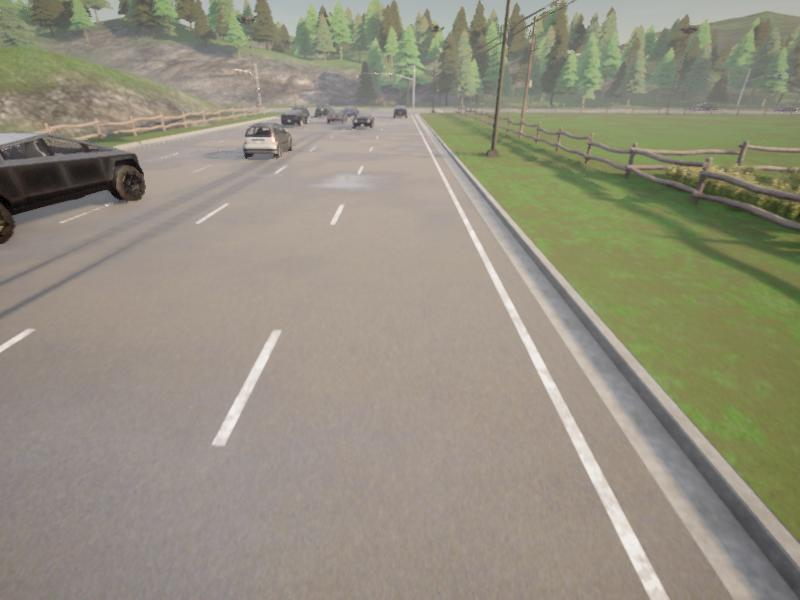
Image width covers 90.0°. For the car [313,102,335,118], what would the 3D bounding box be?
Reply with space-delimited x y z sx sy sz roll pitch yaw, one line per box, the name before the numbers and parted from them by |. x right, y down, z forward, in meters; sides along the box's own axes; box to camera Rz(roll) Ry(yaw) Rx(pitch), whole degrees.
car | -10.469 -26.415 55.548 2.097 1.767 4.553 0 27 -1

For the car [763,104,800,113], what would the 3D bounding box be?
car | 75.452 -37.875 79.059 4.902 1.511 2.128 1 27 0

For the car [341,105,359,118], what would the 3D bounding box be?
car | -6.985 -26.554 56.320 1.994 1.385 4.181 0 27 -1

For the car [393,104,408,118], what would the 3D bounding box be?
car | 0.034 -26.611 56.214 1.930 1.638 5.238 0 28 0

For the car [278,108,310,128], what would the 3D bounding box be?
car | -10.461 -18.181 39.914 1.882 1.535 5.008 0 27 0

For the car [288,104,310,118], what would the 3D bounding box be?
car | -13.985 -26.352 55.678 2.007 1.525 4.514 0 27 -1

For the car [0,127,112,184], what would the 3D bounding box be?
car | -13.982 -5.871 16.008 1.851 1.617 3.988 0 27 0

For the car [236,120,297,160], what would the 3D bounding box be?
car | -6.977 -8.629 21.418 1.851 1.617 3.988 0 27 0

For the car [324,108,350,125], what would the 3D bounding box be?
car | -6.957 -20.470 44.533 2.033 1.411 5.357 0 27 0

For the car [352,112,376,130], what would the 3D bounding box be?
car | -3.464 -17.448 38.840 1.895 1.301 4.718 0 27 0

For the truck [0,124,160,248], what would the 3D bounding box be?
truck | -9.546 -3.037 10.050 2.390 2.098 6.274 4 28 8
